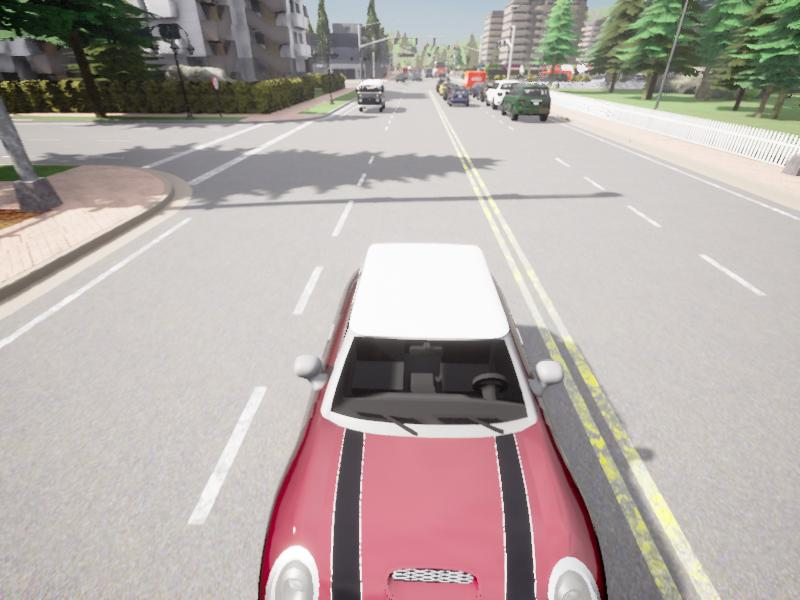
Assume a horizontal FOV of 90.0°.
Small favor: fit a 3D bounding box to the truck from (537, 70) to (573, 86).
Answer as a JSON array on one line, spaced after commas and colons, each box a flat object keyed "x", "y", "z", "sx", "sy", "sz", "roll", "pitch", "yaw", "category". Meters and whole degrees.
[{"x": 27.883, "y": -40.098, "z": 72.190, "sx": 5.204, "sy": 2.467, "sz": 2.627, "roll": 1, "pitch": 30, "yaw": 0, "category": "truck"}]

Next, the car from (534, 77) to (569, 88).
[{"x": 25.144, "y": -36.158, "z": 66.417, "sx": 4.792, "sy": 1.488, "sz": 2.163, "roll": 0, "pitch": 30, "yaw": 0, "category": "car"}]

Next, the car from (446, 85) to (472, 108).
[{"x": 5.045, "y": -17.710, "z": 34.719, "sx": 1.789, "sy": 1.549, "sz": 3.705, "roll": 1, "pitch": 30, "yaw": 2, "category": "car"}]

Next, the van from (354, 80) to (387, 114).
[{"x": -2.135, "y": -15.516, "z": 30.446, "sx": 2.069, "sy": 2.038, "sz": 4.480, "roll": 1, "pitch": 30, "yaw": 2, "category": "van"}]

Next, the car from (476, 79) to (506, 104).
[{"x": 8.720, "y": -20.252, "z": 38.762, "sx": 1.932, "sy": 1.855, "sz": 4.605, "roll": 1, "pitch": 30, "yaw": 2, "category": "car"}]

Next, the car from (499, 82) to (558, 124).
[{"x": 8.196, "y": -12.975, "z": 26.168, "sx": 2.150, "sy": 2.045, "sz": 5.566, "roll": 1, "pitch": 30, "yaw": 1, "category": "car"}]

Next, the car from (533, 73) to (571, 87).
[{"x": 26.275, "y": -38.163, "z": 69.285, "sx": 5.566, "sy": 2.045, "sz": 2.150, "roll": 0, "pitch": 30, "yaw": 0, "category": "car"}]

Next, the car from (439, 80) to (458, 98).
[{"x": 5.526, "y": -24.439, "z": 46.184, "sx": 1.801, "sy": 1.575, "sz": 5.366, "roll": 1, "pitch": 30, "yaw": 2, "category": "car"}]

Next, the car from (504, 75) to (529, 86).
[{"x": 21.092, "y": -39.824, "z": 72.523, "sx": 3.988, "sy": 1.617, "sz": 1.851, "roll": 2, "pitch": 30, "yaw": 2, "category": "car"}]

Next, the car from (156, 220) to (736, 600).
[{"x": 0.210, "y": 0.684, "z": 3.363, "sx": 1.970, "sy": 1.475, "sz": 3.806, "roll": 1, "pitch": 30, "yaw": 2, "category": "car"}]

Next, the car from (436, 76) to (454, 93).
[{"x": 5.784, "y": -28.125, "z": 52.184, "sx": 1.932, "sy": 1.855, "sz": 4.605, "roll": 1, "pitch": 30, "yaw": 2, "category": "car"}]

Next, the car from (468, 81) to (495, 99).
[{"x": 8.956, "y": -23.379, "z": 44.494, "sx": 2.163, "sy": 1.488, "sz": 4.792, "roll": 1, "pitch": 30, "yaw": 2, "category": "car"}]

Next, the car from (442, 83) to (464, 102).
[{"x": 5.271, "y": -20.867, "z": 40.188, "sx": 1.816, "sy": 1.474, "sz": 4.193, "roll": 1, "pitch": 30, "yaw": 2, "category": "car"}]

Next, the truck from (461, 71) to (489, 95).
[{"x": 9.189, "y": -27.026, "z": 49.744, "sx": 2.627, "sy": 2.467, "sz": 5.204, "roll": 1, "pitch": 30, "yaw": 2, "category": "truck"}]

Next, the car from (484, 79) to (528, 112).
[{"x": 8.456, "y": -16.663, "z": 32.467, "sx": 2.150, "sy": 2.045, "sz": 5.566, "roll": 1, "pitch": 30, "yaw": 2, "category": "car"}]
